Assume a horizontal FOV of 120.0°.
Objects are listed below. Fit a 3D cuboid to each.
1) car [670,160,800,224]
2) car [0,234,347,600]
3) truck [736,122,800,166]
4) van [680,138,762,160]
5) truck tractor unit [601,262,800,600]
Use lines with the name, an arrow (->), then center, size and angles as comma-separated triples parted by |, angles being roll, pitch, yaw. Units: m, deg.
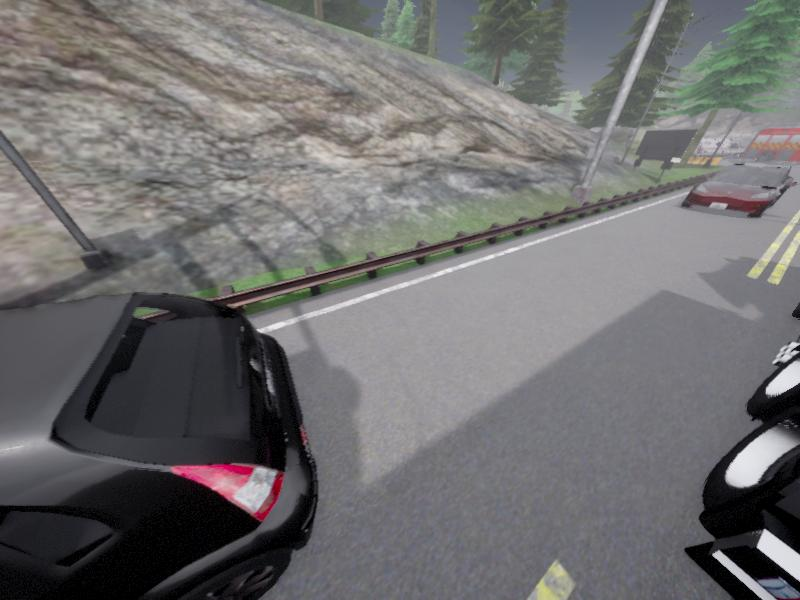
car -> 13.051, -4.307, 8.791 | 4.792, 1.488, 2.163 | -20, 39, -25
car -> -2.539, 1.170, 0.867 | 3.988, 1.617, 1.851 | -19, 39, -25
truck -> 44.492, -16.726, 24.806 | 2.891, 3.827, 8.468 | -20, 40, -26
van -> 46.293, -22.048, 33.621 | 2.351, 2.431, 6.366 | -20, 40, -26
truck tractor unit -> 5.103, -0.312, 0.760 | 6.516, 4.208, 3.053 | -19, 40, -24
